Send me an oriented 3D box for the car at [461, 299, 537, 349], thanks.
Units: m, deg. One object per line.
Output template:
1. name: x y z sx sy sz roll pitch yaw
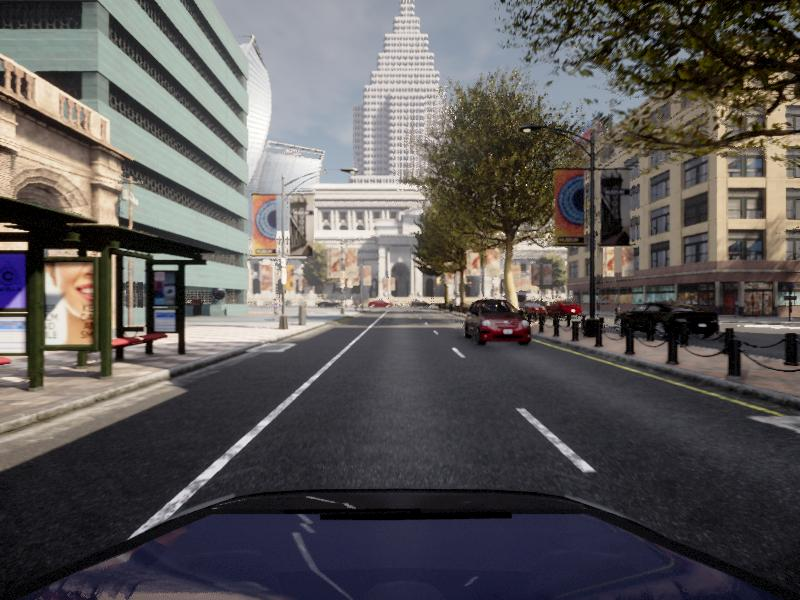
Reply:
1. car: 3.501 0.779 14.927 1.851 1.617 3.988 0 0 0

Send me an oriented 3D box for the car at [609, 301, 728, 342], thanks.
1. car: 11.502 0.812 17.681 1.882 1.535 5.008 0 0 0

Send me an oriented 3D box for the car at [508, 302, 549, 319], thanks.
1. car: 11.506 0.874 36.191 2.033 1.411 5.357 0 0 0

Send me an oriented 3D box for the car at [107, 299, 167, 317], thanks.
1. car: -23.446 0.696 35.912 2.128 1.511 4.902 0 0 0

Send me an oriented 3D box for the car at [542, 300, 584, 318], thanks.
1. car: 15.005 0.802 37.068 1.882 1.535 5.008 0 0 0

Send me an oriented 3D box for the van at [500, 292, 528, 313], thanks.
1. van: 15.011 0.293 52.976 1.988 2.561 5.915 0 0 0
